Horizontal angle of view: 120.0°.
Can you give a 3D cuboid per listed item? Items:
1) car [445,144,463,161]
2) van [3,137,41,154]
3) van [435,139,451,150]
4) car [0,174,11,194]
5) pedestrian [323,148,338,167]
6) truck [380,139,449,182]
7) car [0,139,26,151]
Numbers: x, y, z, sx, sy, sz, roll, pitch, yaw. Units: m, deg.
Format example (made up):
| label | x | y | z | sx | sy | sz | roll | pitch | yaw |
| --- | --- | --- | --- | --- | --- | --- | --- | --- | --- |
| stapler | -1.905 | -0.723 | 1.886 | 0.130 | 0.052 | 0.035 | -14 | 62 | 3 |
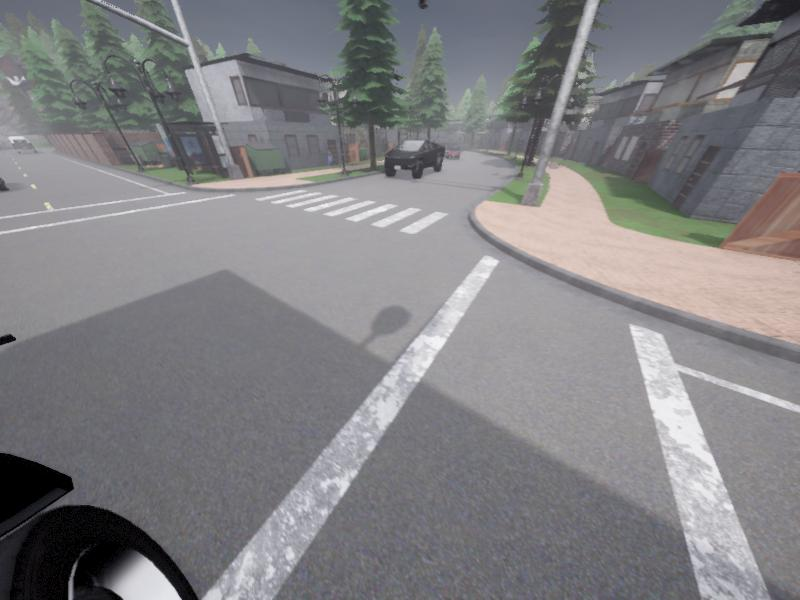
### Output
| label | x | y | z | sx | sy | sz | roll | pitch | yaw |
| --- | --- | --- | --- | --- | --- | --- | --- | --- | --- |
| car | 6.725 | -18.266 | 28.532 | 1.845 | 1.501 | 3.633 | 8 | 36 | 10 |
| van | -56.041 | -22.997 | 34.270 | 4.480 | 2.038 | 2.069 | 22 | 41 | 28 |
| van | 9.785 | -35.638 | 52.823 | 1.775 | 1.987 | 4.442 | -9 | 36 | -13 |
| car | -20.829 | -5.907 | 10.917 | 4.181 | 1.385 | 1.994 | 22 | 41 | 28 |
| pedestrian | -5.750 | -11.818 | 19.165 | 0.751 | 1.300 | 0.751 | 19 | 39 | 24 |
| truck | 1.258 | -10.110 | 16.415 | 2.390 | 2.098 | 6.274 | 16 | 38 | 21 |
| car | -69.632 | -26.909 | 40.113 | 2.242 | 1.667 | 4.611 | -7 | 34 | -11 |
